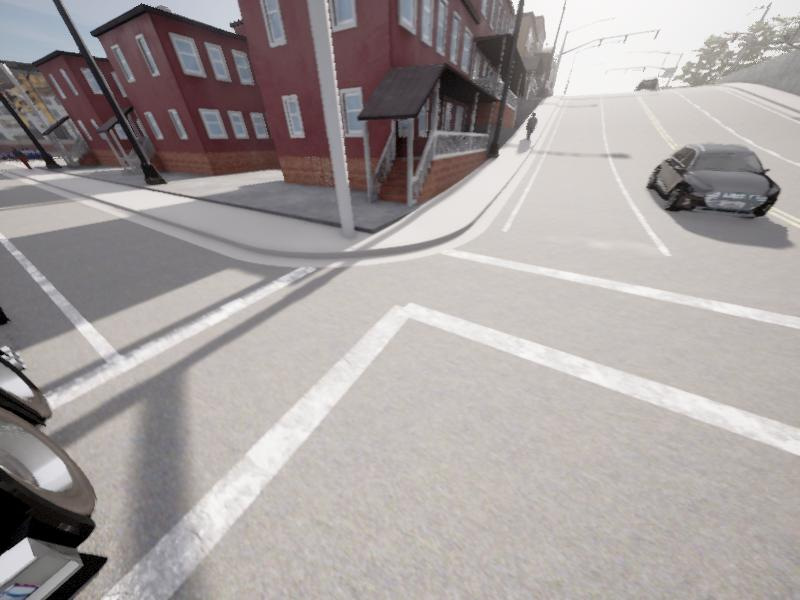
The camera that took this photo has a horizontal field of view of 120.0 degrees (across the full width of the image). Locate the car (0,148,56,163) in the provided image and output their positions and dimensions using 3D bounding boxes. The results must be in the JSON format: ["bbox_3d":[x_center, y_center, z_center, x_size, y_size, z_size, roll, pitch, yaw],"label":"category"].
[{"bbox_3d":[-52.997,-20.428,32.582,1.812,1.442,4.674,18,39,24],"label":"car"}]

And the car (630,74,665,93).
[{"bbox_3d":[33.857,-29.663,31.748,2.128,1.511,4.902,18,43,24],"label":"car"}]

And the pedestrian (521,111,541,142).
[{"bbox_3d":[9.957,-13.143,17.573,0.751,1.860,0.751,17,38,23],"label":"pedestrian"}]

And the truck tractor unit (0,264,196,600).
[{"bbox_3d":[-5.110,-0.301,0.786,6.516,4.208,3.053,18,39,24],"label":"truck tractor unit"}]

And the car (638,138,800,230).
[{"bbox_3d":[10.278,-4.200,7.761,2.033,1.649,4.856,18,44,24],"label":"car"}]

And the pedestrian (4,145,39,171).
[{"bbox_3d":[-33.063,-12.419,20.216,0.751,1.860,0.751,22,41,29],"label":"pedestrian"}]
